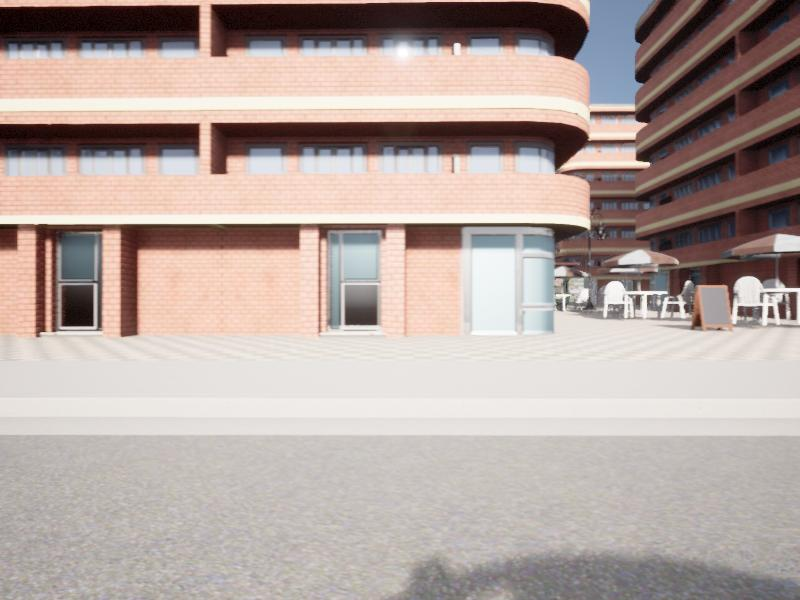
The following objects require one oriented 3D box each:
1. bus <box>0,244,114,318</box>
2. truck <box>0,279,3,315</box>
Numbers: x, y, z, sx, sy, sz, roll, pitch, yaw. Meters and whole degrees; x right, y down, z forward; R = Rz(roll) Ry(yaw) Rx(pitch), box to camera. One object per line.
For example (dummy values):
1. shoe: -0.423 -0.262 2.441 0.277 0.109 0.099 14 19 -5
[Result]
1. bus: -25.075 -1.089 27.203 3.944 4.253 10.273 0 0 0
2. truck: -28.397 -0.201 24.702 2.627 2.467 5.204 0 0 0
